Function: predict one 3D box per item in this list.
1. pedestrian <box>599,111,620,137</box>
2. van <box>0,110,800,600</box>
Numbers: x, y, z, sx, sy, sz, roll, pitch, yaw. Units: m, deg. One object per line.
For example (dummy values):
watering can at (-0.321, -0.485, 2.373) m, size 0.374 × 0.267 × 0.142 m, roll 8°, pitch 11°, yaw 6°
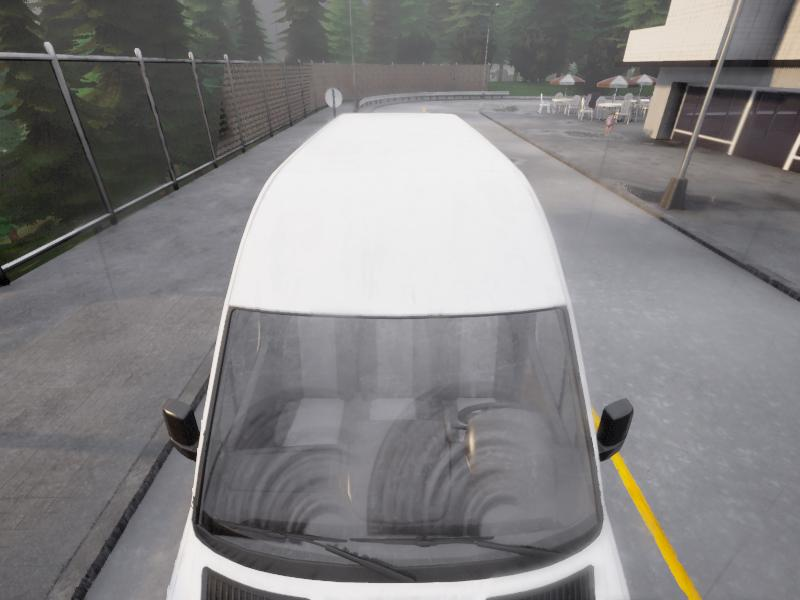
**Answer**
pedestrian at (10.033, -8.453, 19.182) m, size 0.500 × 1.100 × 0.500 m, roll 1°, pitch 30°, yaw 2°
van at (-0.018, 0.046, 3.432) m, size 1.988 × 2.561 × 5.915 m, roll 0°, pitch 30°, yaw 0°
